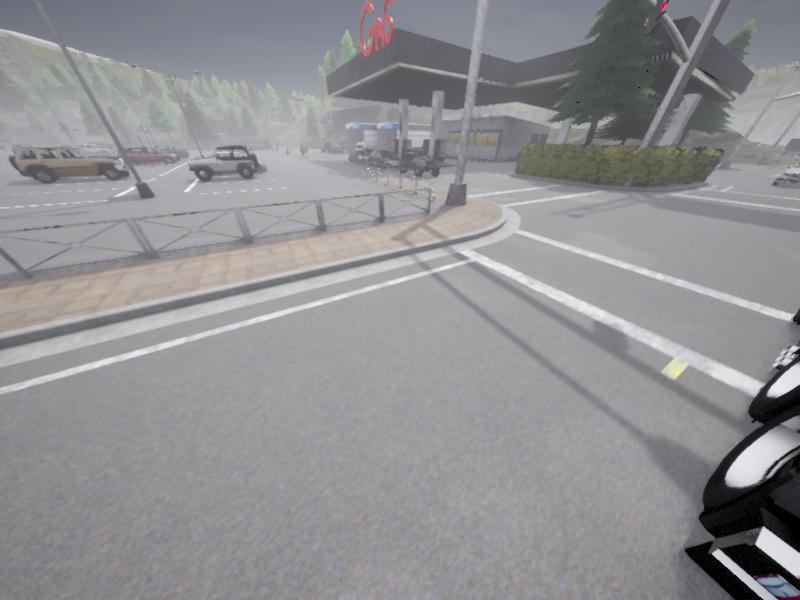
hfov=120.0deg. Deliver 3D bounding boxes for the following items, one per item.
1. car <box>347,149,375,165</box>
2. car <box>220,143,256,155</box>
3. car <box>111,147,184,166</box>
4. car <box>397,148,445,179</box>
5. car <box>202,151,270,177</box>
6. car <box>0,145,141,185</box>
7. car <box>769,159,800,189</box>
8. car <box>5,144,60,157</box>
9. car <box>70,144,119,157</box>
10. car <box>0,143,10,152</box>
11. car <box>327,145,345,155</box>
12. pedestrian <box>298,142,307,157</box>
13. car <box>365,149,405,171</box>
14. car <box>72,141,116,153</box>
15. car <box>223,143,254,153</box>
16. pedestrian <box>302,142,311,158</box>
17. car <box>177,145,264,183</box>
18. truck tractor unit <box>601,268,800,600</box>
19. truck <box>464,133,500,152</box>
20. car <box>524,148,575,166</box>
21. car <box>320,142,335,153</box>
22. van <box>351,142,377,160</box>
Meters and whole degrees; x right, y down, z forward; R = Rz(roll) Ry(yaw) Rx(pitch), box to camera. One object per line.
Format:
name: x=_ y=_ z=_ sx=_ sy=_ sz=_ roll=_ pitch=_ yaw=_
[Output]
car: x=-4.717 y=-17.303 z=27.855 sx=1.970 sy=1.475 sz=3.806 roll=-17 pitch=39 yaw=-24
car: x=-29.441 y=-27.666 z=42.218 sx=5.027 sy=1.636 sz=2.152 roll=-18 pitch=39 yaw=-24
car: x=-25.382 y=-14.647 z=23.497 sx=4.514 sy=1.523 sz=2.007 roll=-18 pitch=39 yaw=-24
car: x=1.520 y=-11.077 z=18.603 sx=1.905 sy=1.878 sz=3.866 roll=-18 pitch=39 yaw=-24
car: x=-12.500 y=-10.561 z=17.847 sx=3.806 sy=1.475 sz=1.970 roll=-18 pitch=39 yaw=-24
car: x=-19.856 y=-8.397 z=14.217 sx=4.605 sy=1.855 sz=1.932 roll=-18 pitch=39 yaw=-24
car: x=26.247 y=-8.118 z=14.779 sx=4.674 sy=1.442 sz=1.812 roll=-17 pitch=38 yaw=-24
car: x=-53.676 y=-21.928 z=33.851 sx=3.633 sy=1.501 sz=1.845 roll=-18 pitch=39 yaw=-24
car: x=-45.751 y=-22.498 z=34.754 sx=3.806 sy=1.475 sz=1.970 roll=-18 pitch=39 yaw=-24
car: x=-82.568 y=-30.925 z=46.736 sx=1.816 sy=1.474 sz=4.193 roll=-18 pitch=39 yaw=-24
car: x=-12.517 y=-29.424 z=45.154 sx=2.007 sy=1.525 sz=4.514 roll=-18 pitch=39 yaw=-24
pedestrian: x=-14.728 y=-22.789 z=35.006 sx=0.751 sy=1.860 sz=0.751 roll=-18 pitch=39 yaw=-24
car: x=-1.629 y=-14.200 z=23.292 sx=2.033 sy=1.649 sz=4.856 roll=-18 pitch=39 yaw=-24
car: x=-61.564 y=-30.927 z=46.599 sx=4.605 sy=1.855 sz=1.932 roll=-18 pitch=39 yaw=-24
car: x=-31.034 y=-29.209 z=44.437 sx=4.514 sy=1.523 sz=2.007 roll=-18 pitch=39 yaw=-24
pedestrian: x=-13.308 y=-21.352 z=32.953 sx=0.751 sy=1.860 sz=0.751 roll=-18 pitch=39 yaw=-24
car: x=-11.390 y=-8.965 z=15.066 sx=3.866 sy=1.878 sz=1.905 roll=-18 pitch=39 yaw=-24
truck tractor unit: x=5.118 y=-0.293 z=0.777 sx=6.516 sy=4.208 sz=3.053 roll=-18 pitch=39 yaw=-24
truck: x=20.679 y=-40.361 z=59.121 sx=2.891 sy=3.827 sz=8.468 roll=-17 pitch=39 yaw=-24
car: x=18.454 y=-17.828 z=28.750 sx=2.242 sy=1.667 sz=4.611 roll=-18 pitch=39 yaw=-24
car: x=-15.687 y=-32.828 z=49.697 sx=1.905 sy=1.878 sz=3.866 roll=-18 pitch=39 yaw=-24
van: x=-5.401 y=-22.337 z=34.590 sx=2.069 sy=2.038 sz=4.480 roll=-18 pitch=39 yaw=-24
